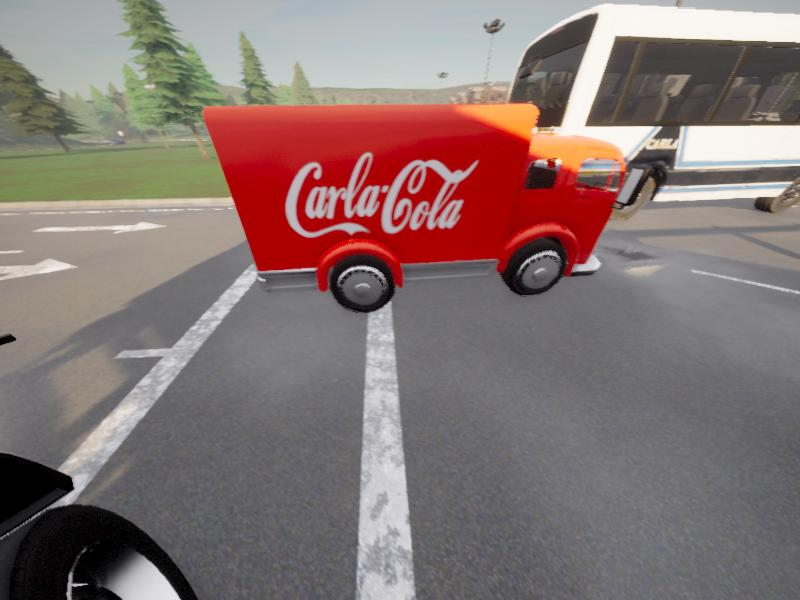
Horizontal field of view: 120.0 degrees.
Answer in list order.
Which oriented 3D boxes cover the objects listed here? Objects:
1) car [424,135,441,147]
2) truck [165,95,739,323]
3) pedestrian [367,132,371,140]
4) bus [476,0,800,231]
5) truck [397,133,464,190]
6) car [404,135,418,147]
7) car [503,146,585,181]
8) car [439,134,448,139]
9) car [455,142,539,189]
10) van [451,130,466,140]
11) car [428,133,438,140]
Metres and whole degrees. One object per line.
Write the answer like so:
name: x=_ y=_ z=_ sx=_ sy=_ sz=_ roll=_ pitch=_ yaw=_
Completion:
car: x=5.657 y=-28.032 z=40.674 sx=2.033 sy=1.649 sz=4.856 roll=-3 pitch=36 yaw=-3
truck: x=0.569 y=-1.581 z=3.837 sx=5.204 sy=2.467 sz=2.627 roll=-3 pitch=36 yaw=-4
pedestrian: x=-9.196 y=-48.740 z=68.713 sx=0.751 sy=1.860 sz=0.751 roll=-2 pitch=36 yaw=-1
bus: x=8.439 y=-5.163 z=7.123 sx=10.273 sy=4.253 sz=3.944 roll=-5 pitch=36 yaw=-6
truck: x=1.264 y=-7.914 z=12.813 sx=2.390 sy=2.098 sz=6.274 roll=-3 pitch=36 yaw=-3
car: x=1.941 y=-29.708 z=43.100 sx=2.038 sy=1.542 sz=4.974 roll=-3 pitch=36 yaw=-3
car: x=8.271 y=-8.265 z=13.815 sx=1.994 sy=1.385 sz=4.181 roll=-4 pitch=36 yaw=-4
car: x=14.149 y=-53.018 z=74.895 sx=1.812 sy=1.442 sz=4.674 roll=-3 pitch=36 yaw=-3
car: x=4.819 y=-7.438 z=12.516 sx=2.152 sy=1.651 sz=5.027 roll=-3 pitch=36 yaw=-3
van: x=17.981 y=-50.899 z=71.109 sx=2.351 sy=2.431 sz=6.366 roll=-3 pitch=36 yaw=-3
car: x=10.670 y=-52.736 z=74.439 sx=2.038 sy=1.542 sz=4.974 roll=-3 pitch=36 yaw=-4
